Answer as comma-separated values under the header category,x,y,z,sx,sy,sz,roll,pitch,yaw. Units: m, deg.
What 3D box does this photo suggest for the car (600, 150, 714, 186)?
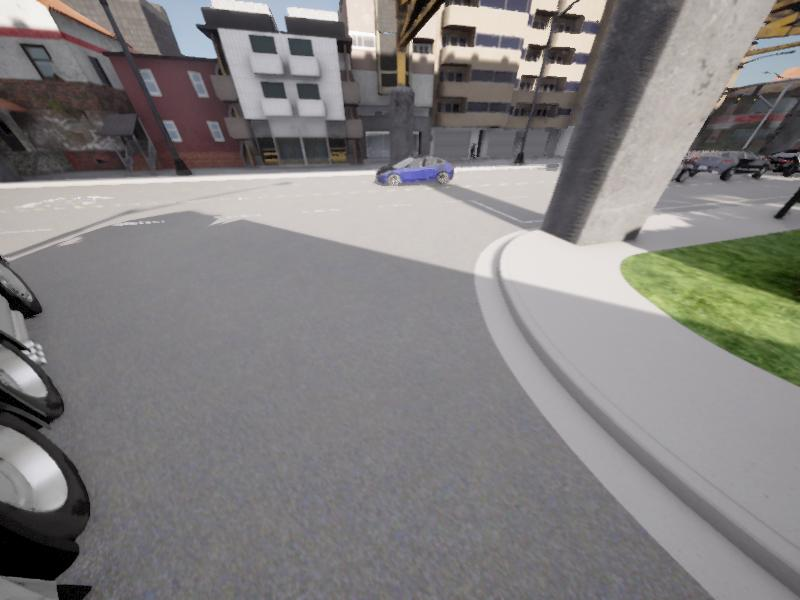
category,x,y,z,sx,sy,sz,roll,pitch,yaw
car,15.792,-8.243,14.337,5.238,1.638,1.930,-9,36,-13

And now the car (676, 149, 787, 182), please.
category,x,y,z,sx,sy,sz,roll,pitch,yaw
car,22.572,-9.312,15.844,5.027,1.651,2.152,-9,36,-13

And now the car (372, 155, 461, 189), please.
category,x,y,z,sx,sy,sz,roll,pitch,yaw
car,0.921,-7.855,14.030,4.792,1.488,2.163,-9,36,-12

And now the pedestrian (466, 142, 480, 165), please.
category,x,y,z,sx,sy,sz,roll,pitch,yaw
pedestrian,7.430,-14.892,23.489,0.751,1.860,0.751,-9,36,-12

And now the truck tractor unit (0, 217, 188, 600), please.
category,x,y,z,sx,sy,sz,roll,pitch,yaw
truck tractor unit,-5.033,-0.371,0.887,6.516,4.208,3.053,22,41,28

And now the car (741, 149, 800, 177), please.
category,x,y,z,sx,sy,sz,roll,pitch,yaw
car,29.402,-10.386,17.422,4.974,1.542,2.038,-9,36,-13
